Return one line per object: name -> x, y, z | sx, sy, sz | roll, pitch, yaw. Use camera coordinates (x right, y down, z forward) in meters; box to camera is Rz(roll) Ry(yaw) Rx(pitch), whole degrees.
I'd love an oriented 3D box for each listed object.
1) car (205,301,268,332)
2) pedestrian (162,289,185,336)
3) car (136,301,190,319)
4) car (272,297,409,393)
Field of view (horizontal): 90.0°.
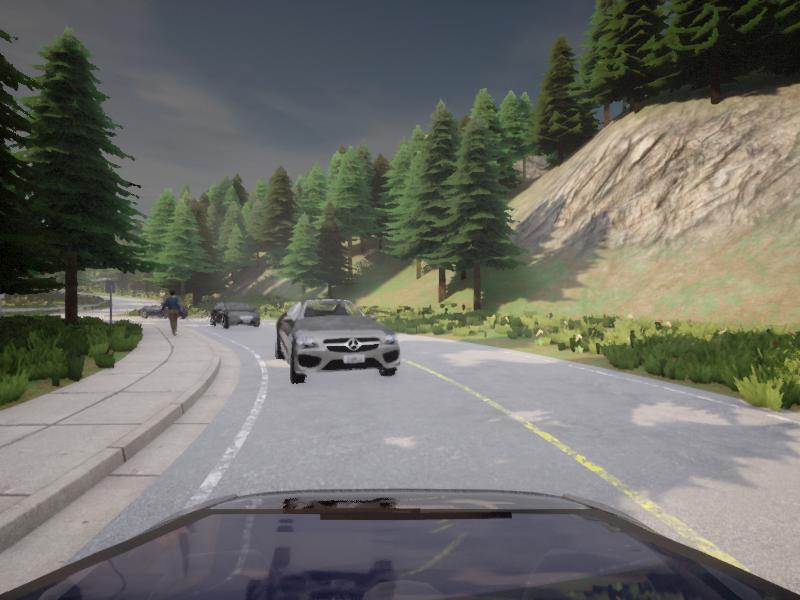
car -> -9.412, 0.833, 22.723 | 2.128, 1.511, 4.902 | 0, 0, -37
pedestrian -> -9.087, 0.484, 16.059 | 0.751, 1.860, 0.751 | 0, 0, -33
car -> -20.450, 0.851, 34.530 | 3.806, 1.475, 1.970 | 0, 0, 17
car -> -1.764, 0.780, 9.637 | 2.152, 1.651, 5.027 | 0, 0, -22
